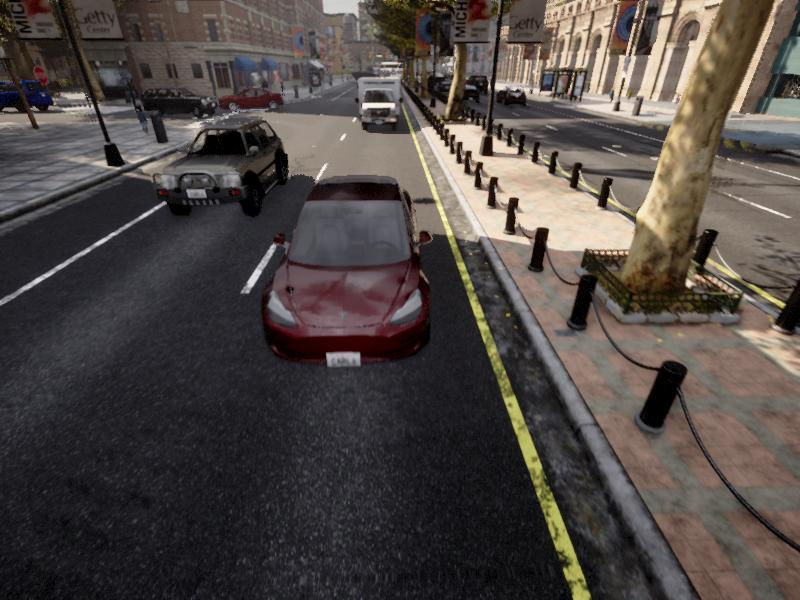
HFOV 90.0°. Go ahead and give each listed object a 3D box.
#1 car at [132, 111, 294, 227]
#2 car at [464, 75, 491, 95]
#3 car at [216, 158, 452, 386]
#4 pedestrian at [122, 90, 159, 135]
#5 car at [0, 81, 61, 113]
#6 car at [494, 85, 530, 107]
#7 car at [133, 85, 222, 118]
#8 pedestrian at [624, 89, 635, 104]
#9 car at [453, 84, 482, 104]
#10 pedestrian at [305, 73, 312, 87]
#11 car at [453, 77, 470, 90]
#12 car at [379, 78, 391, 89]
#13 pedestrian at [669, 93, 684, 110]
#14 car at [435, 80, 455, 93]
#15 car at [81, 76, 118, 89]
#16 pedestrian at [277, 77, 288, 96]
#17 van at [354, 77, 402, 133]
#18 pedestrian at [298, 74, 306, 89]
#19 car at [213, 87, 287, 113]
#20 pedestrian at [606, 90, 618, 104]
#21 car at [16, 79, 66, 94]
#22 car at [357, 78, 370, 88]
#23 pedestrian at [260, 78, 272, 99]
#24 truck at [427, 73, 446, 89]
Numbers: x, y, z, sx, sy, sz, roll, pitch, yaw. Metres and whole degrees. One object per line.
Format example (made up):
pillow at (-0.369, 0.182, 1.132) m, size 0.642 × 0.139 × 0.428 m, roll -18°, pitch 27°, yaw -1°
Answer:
car at (-4.282, -3.560, 10.220) m, size 1.932 × 1.855 × 4.605 m, roll -1°, pitch 31°, yaw -1°
car at (9.558, -26.909, 49.988) m, size 2.150 × 2.045 × 5.566 m, roll -1°, pitch 30°, yaw -1°
car at (-0.659, -0.923, 6.111) m, size 2.163 × 1.488 × 4.792 m, roll -1°, pitch 30°, yaw -1°
pedestrian at (-12.336, -8.927, 19.058) m, size 0.751 × 1.860 × 0.751 m, roll -1°, pitch 30°, yaw -1°
car at (-29.363, -15.186, 29.906) m, size 5.566 × 2.045 × 2.150 m, roll -1°, pitch 30°, yaw -2°
car at (9.975, -18.368, 35.950) m, size 1.970 × 1.475 × 3.806 m, roll -1°, pitch 30°, yaw -1°
car at (-15.044, -13.544, 27.279) m, size 4.605 × 1.855 × 1.932 m, roll 1°, pitch 30°, yaw 1°
pedestrian at (20.178, -17.890, 35.165) m, size 0.500 × 1.100 × 0.500 m, roll 6°, pitch 31°, yaw 11°
car at (6.402, -19.794, 38.367) m, size 1.837 × 1.490 × 4.892 m, roll -1°, pitch 30°, yaw -1°
pedestrian at (-14.574, -34.990, 63.612) m, size 0.751 × 1.860 × 0.751 m, roll 1°, pitch 30°, yaw 2°
car at (9.261, -32.690, 60.341) m, size 1.789 × 1.549 × 3.705 m, roll -1°, pitch 30°, yaw -1°
car at (-2.279, -33.359, 61.595) m, size 1.812 × 1.442 × 4.674 m, roll -1°, pitch 30°, yaw -1°
pedestrian at (20.775, -14.901, 30.056) m, size 0.500 × 1.100 × 0.500 m, roll 0°, pitch 30°, yaw 0°
car at (5.965, -28.492, 53.338) m, size 1.994 × 1.385 × 4.181 m, roll -1°, pitch 30°, yaw -1°
car at (-47.403, -34.430, 63.189) m, size 1.930 × 1.638 × 5.238 m, roll -1°, pitch 30°, yaw -1°
pedestrian at (-12.754, -23.104, 43.294) m, size 0.751 × 1.860 × 0.751 m, roll -2°, pitch 30°, yaw -3°
van at (-1.162, -11.382, 23.054) m, size 2.351 × 2.431 × 6.366 m, roll -1°, pitch 30°, yaw -1°
pedestrian at (-14.026, -31.415, 57.500) m, size 0.751 × 1.860 × 0.751 m, roll 0°, pitch 30°, yaw 0°
car at (-11.791, -15.925, 31.692) m, size 5.008 × 1.535 × 1.882 m, roll -18°, pitch 35°, yaw -27°
pedestrian at (18.407, -17.667, 34.783) m, size 0.500 × 1.100 × 0.500 m, roll 0°, pitch 30°, yaw 1°
car at (-47.075, -28.130, 52.615) m, size 2.128 × 1.511 × 4.902 m, roll -1°, pitch 30°, yaw -1°
car at (-5.865, -35.002, 64.539) m, size 1.895 × 1.301 × 4.718 m, roll -1°, pitch 30°, yaw -1°
pedestrian at (-13.286, -20.948, 39.607) m, size 0.751 × 1.860 × 0.751 m, roll -6°, pitch 31°, yaw -10°
truck at (5.676, -34.599, 63.071) m, size 2.390 × 2.098 × 6.274 m, roll -1°, pitch 30°, yaw -1°
